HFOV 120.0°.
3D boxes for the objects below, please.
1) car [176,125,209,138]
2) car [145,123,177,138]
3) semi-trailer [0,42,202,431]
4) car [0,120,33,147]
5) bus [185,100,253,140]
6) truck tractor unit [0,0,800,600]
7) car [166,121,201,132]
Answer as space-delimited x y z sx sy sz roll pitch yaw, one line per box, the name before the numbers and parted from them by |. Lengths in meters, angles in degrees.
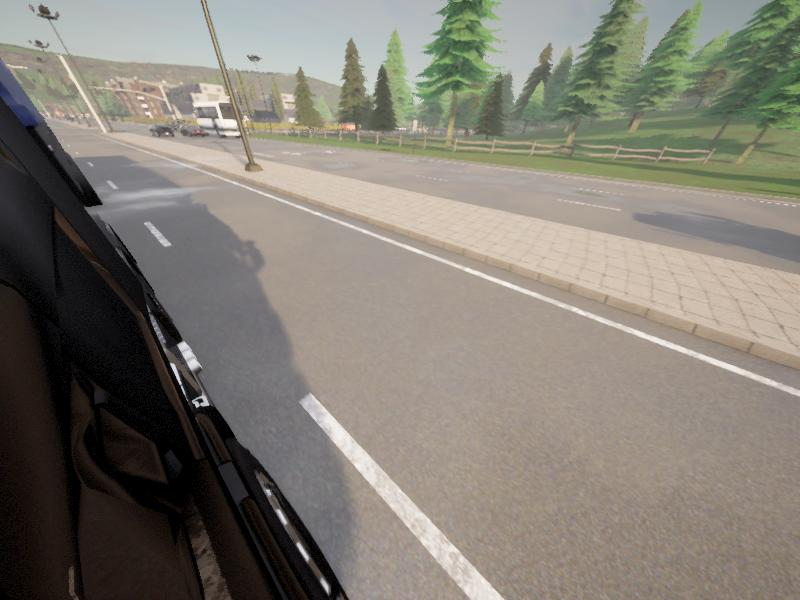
car | -31.222 -25.352 34.717 5.357 1.411 2.033 27 43 29
car | -33.938 -24.078 32.787 4.892 1.490 1.837 27 43 29
semi-trailer | -8.723 -3.565 4.237 14.254 4.402 2.717 28 44 30
car | -32.213 -13.247 18.289 2.152 1.651 5.027 -28 46 -34
bus | -27.448 -27.205 35.008 10.273 4.253 3.944 27 43 29
truck tractor unit | -2.645 -0.295 0.351 6.516 4.208 3.053 28 44 30
car | -45.081 -36.105 48.171 2.033 1.649 4.856 31 45 32
